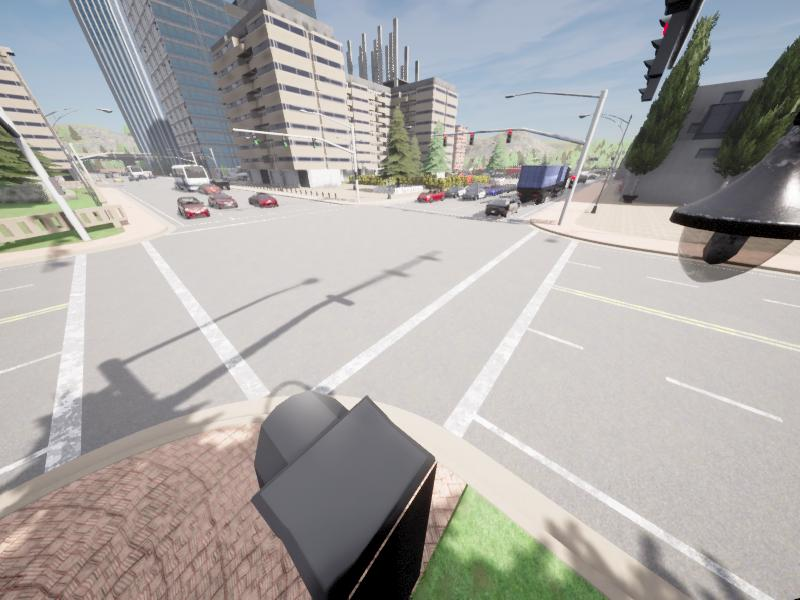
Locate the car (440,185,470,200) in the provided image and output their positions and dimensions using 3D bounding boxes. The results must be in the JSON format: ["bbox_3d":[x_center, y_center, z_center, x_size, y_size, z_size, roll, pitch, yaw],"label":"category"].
[{"bbox_3d":[8.260,-16.092,34.347,2.038,1.542,4.974,23,37,34],"label":"car"}]

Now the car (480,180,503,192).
[{"bbox_3d":[17.256,-21.510,43.592,2.242,1.667,4.611,23,37,34],"label":"car"}]

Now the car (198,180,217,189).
[{"bbox_3d":[-40.872,-24.541,49.037,4.193,1.474,1.816,23,37,34],"label":"car"}]

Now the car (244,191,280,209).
[{"bbox_3d":[-16.162,-11.802,27.080,4.181,1.385,1.994,24,38,35],"label":"car"}]

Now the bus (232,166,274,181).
[{"bbox_3d":[-48.457,-42.032,76.447,3.944,4.253,10.273,23,37,34],"label":"bus"}]

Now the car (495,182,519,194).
[{"bbox_3d":[18.843,-19.664,40.553,2.128,1.511,4.902,23,37,34],"label":"car"}]

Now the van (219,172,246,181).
[{"bbox_3d":[-54.541,-40.463,75.550,2.351,2.431,6.366,23,37,34],"label":"van"}]

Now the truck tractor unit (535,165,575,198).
[{"bbox_3d":[24.104,-18.538,35.887,3.053,4.208,6.516,22,37,34],"label":"truck tractor unit"}]

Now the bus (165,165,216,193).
[{"bbox_3d":[-39.050,-22.611,42.918,10.273,4.253,3.944,23,37,34],"label":"bus"}]

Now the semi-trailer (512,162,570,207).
[{"bbox_3d":[19.023,-15.585,30.580,2.717,4.402,14.254,23,37,34],"label":"semi-trailer"}]

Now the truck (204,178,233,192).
[{"bbox_3d":[-35.114,-22.343,44.607,6.274,2.098,2.390,24,38,35],"label":"truck"}]

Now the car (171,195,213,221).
[{"bbox_3d":[-19.080,-8.535,21.181,3.988,1.617,1.851,24,38,36],"label":"car"}]

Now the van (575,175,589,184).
[{"bbox_3d":[48.622,-32.114,61.643,1.775,1.987,4.442,24,38,35],"label":"van"}]

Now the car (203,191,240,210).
[{"bbox_3d":[-20.100,-11.219,25.995,4.674,1.442,1.812,23,37,34],"label":"car"}]

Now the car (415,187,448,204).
[{"bbox_3d":[4.201,-13.723,30.248,2.007,1.525,4.514,24,38,35],"label":"car"}]

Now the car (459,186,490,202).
[{"bbox_3d":[10.255,-14.559,31.692,2.038,1.542,4.974,23,37,34],"label":"car"}]

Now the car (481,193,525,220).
[{"bbox_3d":[9.800,-8.893,21.768,1.930,1.638,5.238,23,37,34],"label":"car"}]

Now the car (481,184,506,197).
[{"bbox_3d":[14.747,-17.231,36.324,2.007,1.525,4.514,23,37,34],"label":"car"}]

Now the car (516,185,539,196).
[{"bbox_3d":[21.185,-18.243,38.308,1.895,1.301,4.718,23,37,34],"label":"car"}]

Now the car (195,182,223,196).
[{"bbox_3d":[-31.779,-18.490,38.409,5.027,1.651,2.152,23,37,34],"label":"car"}]

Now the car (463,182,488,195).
[{"bbox_3d":[12.734,-18.797,38.936,2.033,1.649,4.856,23,37,34],"label":"car"}]
